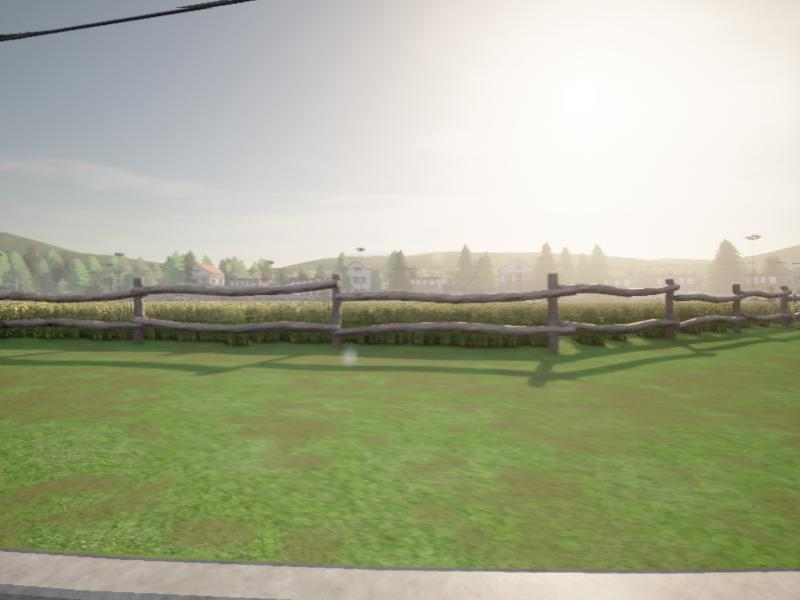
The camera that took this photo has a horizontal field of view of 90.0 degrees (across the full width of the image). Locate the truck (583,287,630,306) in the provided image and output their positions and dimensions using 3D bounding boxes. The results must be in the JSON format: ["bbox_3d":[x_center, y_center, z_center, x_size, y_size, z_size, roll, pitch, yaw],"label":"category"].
[{"bbox_3d":[43.810,-0.738,85.103,8.468,3.827,2.891,0,0,9],"label":"truck"}]

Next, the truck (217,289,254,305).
[{"bbox_3d":[-42.259,-0.747,103.008,8.468,3.827,2.891,0,0,9],"label":"truck"}]
